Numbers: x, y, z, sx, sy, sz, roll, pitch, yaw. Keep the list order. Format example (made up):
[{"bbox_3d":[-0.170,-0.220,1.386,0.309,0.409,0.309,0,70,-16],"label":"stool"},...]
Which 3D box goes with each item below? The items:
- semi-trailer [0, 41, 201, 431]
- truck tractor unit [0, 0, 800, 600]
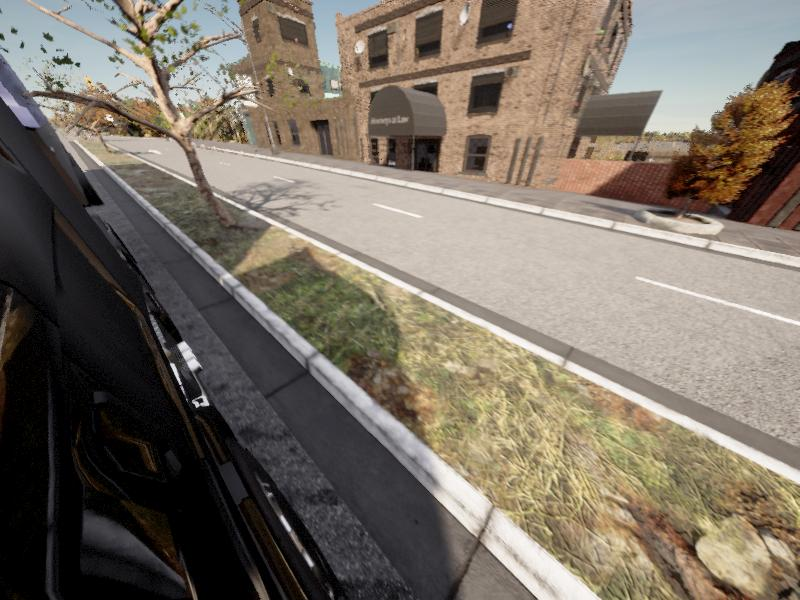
[{"bbox_3d":[-8.701,-3.582,4.256,14.254,4.402,2.717,28,43,30],"label":"semi-trailer"},{"bbox_3d":[-2.645,-0.295,0.351,6.516,4.208,3.053,28,44,30],"label":"truck tractor unit"}]
